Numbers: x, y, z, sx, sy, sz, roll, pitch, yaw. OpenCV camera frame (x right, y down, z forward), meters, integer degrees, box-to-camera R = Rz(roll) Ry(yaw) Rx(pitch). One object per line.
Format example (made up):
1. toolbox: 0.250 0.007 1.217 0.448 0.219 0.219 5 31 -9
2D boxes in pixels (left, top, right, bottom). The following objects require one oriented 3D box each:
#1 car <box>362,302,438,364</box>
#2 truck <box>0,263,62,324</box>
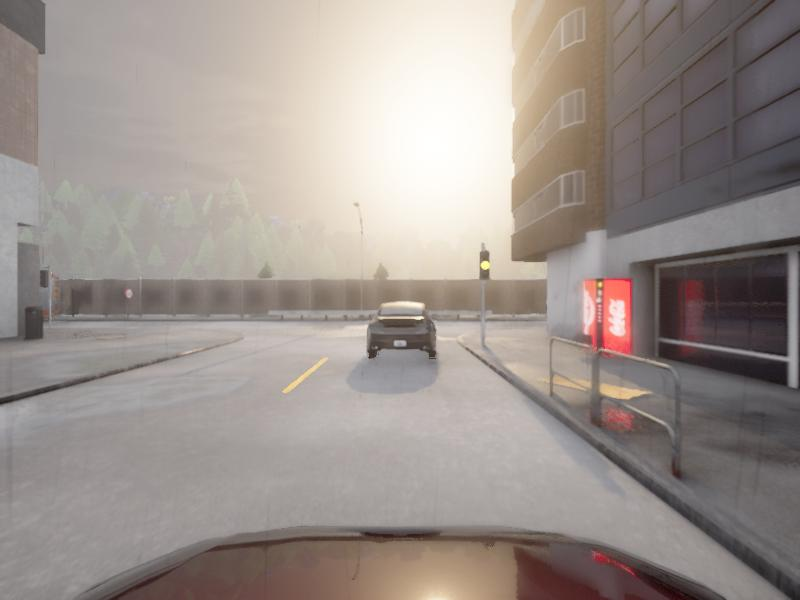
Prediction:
1. car: 0.138 0.813 12.179 1.837 1.490 4.892 0 0 3
2. truck: -27.948 -0.389 26.602 8.468 3.827 2.891 0 0 -1
